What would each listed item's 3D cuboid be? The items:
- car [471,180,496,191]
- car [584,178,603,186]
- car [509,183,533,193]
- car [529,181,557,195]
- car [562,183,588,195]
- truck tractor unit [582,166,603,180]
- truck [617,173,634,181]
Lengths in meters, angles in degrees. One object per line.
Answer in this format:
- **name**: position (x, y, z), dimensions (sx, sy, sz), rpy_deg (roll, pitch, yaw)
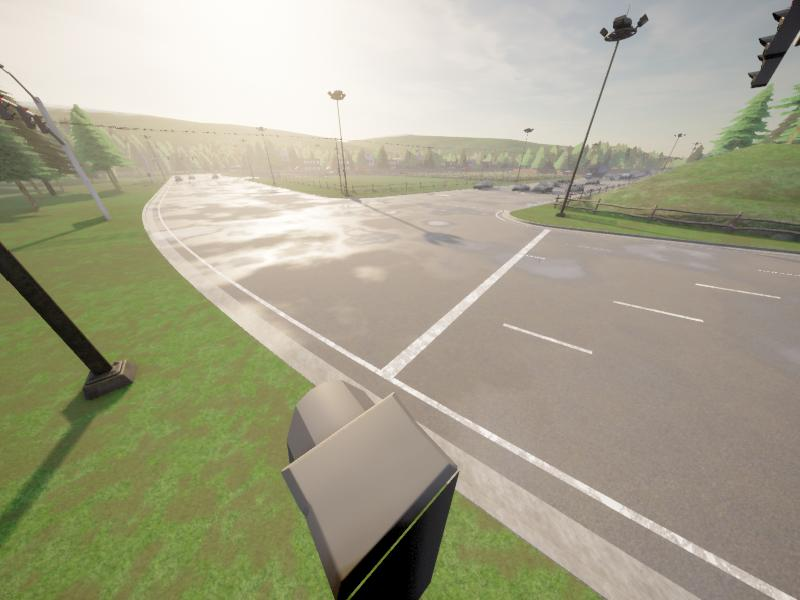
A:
- **car**: position (16.434, -22.677, 45.642), dimensions (5.238, 1.638, 1.930), rpy_deg (-23, 37, -34)
- **car**: position (46.906, -28.574, 55.959), dimensions (5.008, 1.535, 1.882), rpy_deg (-23, 37, -34)
- **car**: position (22.004, -20.327, 41.844), dimensions (4.181, 1.385, 1.994), rpy_deg (-23, 37, -34)
- **car**: position (24.515, -19.281, 39.607), dimensions (4.553, 1.767, 2.097), rpy_deg (-23, 37, -34)
- **car**: position (30.215, -19.274, 39.862), dimensions (4.514, 1.525, 2.007), rpy_deg (-23, 37, -34)
- **truck tractor unit**: position (69.816, -46.212, 83.819), dimensions (6.516, 4.208, 3.053), rpy_deg (-23, 37, -34)
- **truck**: position (73.276, -39.890, 74.998), dimensions (6.274, 2.098, 2.390), rpy_deg (-23, 37, -34)
